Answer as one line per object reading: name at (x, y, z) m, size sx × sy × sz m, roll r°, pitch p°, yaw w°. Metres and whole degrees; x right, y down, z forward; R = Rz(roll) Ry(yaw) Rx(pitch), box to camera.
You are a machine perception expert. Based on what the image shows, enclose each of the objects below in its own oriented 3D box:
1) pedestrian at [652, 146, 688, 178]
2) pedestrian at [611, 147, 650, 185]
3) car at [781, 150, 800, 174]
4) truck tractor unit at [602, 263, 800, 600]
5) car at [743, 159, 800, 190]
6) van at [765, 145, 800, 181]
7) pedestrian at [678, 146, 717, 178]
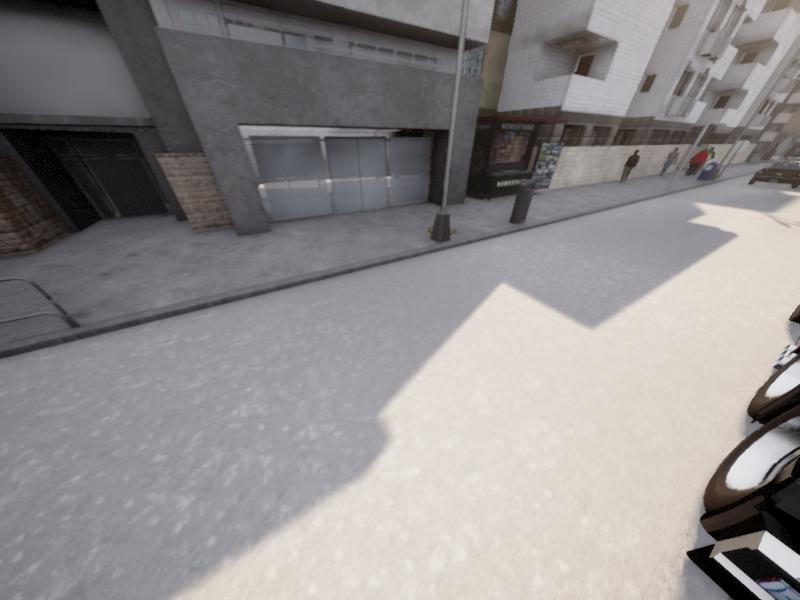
pedestrian at (18.824, -9.637, 16.146) m, size 0.751 × 1.860 × 0.751 m, roll -16°, pitch 38°, yaw -22°
pedestrian at (13.397, -7.795, 13.458) m, size 0.751 × 1.860 × 0.751 m, roll -22°, pitch 41°, yaw -29°
car at (36.473, -12.109, 20.222) m, size 4.611 × 1.667 × 2.242 m, roll -18°, pitch 39°, yaw -24°
truck tractor unit at (5.107, -0.305, 0.783) m, size 6.516 × 4.208 × 3.053 m, roll -18°, pitch 39°, yaw -24°
car at (24.162, -7.950, 14.480) m, size 4.718 × 1.301 × 1.895 m, roll -18°, pitch 39°, yaw -24°
van at (29.950, -10.142, 17.022) m, size 4.480 × 2.038 × 2.069 m, roll -18°, pitch 39°, yaw -24°
pedestrian at (20.890, -9.701, 16.254) m, size 0.751 × 1.860 × 0.751 m, roll -17°, pitch 38°, yaw -23°
